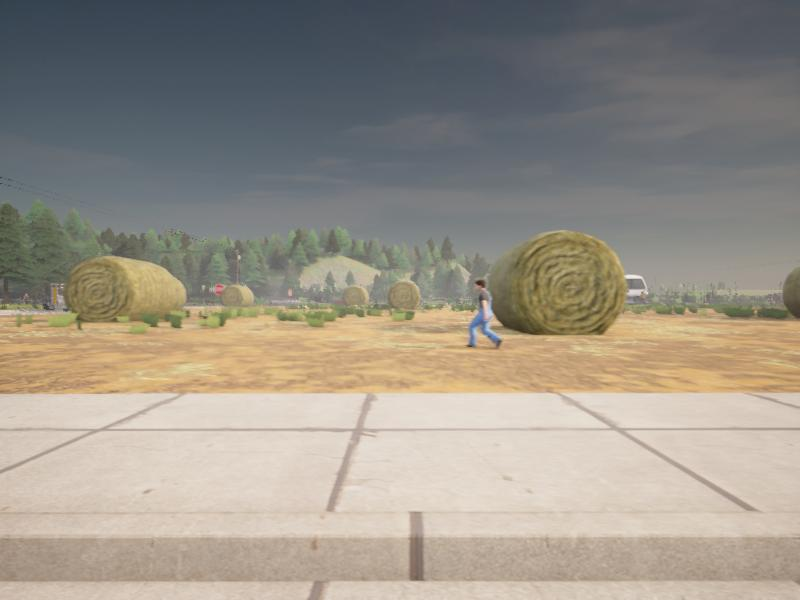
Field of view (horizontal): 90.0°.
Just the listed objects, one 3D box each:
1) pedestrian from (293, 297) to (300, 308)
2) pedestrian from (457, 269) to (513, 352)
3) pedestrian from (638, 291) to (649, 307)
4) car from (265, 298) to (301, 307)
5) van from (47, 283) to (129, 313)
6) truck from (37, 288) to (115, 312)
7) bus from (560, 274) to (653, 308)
[{"bbox_3d":[-10.996,0.283,42.380,0.500,1.100,0.500,0,0,27],"label":"pedestrian"},{"bbox_3d":[1.454,0.163,6.804,0.751,1.300,0.751,0,0,30],"label":"pedestrian"},{"bbox_3d":[28.590,-0.165,47.020,0.751,1.860,0.751,0,0,-14],"label":"pedestrian"},{"bbox_3d":[-17.412,0.361,59.726,4.718,1.301,1.895,0,0,4],"label":"car"},{"bbox_3d":[-27.652,-0.155,35.866,2.351,2.431,6.366,0,0,1],"label":"van"},{"bbox_3d":[-31.001,0.014,38.638,2.390,2.098,6.274,0,0,2],"label":"truck"},{"bbox_3d":[27.288,-1.177,53.329,10.273,4.253,3.944,-1,0,4],"label":"bus"}]
